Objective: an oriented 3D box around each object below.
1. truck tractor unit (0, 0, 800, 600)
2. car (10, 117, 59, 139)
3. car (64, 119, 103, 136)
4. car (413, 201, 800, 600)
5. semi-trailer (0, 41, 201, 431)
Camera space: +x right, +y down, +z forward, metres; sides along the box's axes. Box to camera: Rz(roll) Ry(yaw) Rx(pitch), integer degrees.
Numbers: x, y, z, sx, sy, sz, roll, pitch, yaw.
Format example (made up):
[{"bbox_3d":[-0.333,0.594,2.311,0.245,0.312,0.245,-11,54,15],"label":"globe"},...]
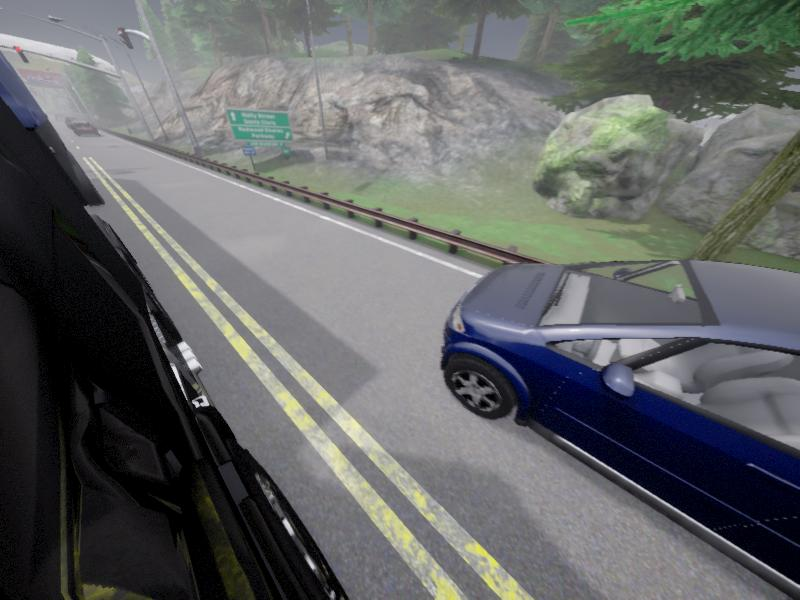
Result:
[{"bbox_3d":[-2.645,-0.295,0.351,6.516,4.208,3.053,28,44,30],"label":"truck tractor unit"},{"bbox_3d":[-37.726,-17.868,23.942,4.856,1.649,2.033,28,43,30],"label":"car"},{"bbox_3d":[-39.552,-21.507,28.840,4.792,1.488,2.163,28,43,30],"label":"car"},{"bbox_3d":[2.173,0.595,1.706,3.705,1.549,1.789,28,43,29],"label":"car"},{"bbox_3d":[-8.689,-3.600,4.254,14.254,4.402,2.717,28,44,30],"label":"semi-trailer"}]
